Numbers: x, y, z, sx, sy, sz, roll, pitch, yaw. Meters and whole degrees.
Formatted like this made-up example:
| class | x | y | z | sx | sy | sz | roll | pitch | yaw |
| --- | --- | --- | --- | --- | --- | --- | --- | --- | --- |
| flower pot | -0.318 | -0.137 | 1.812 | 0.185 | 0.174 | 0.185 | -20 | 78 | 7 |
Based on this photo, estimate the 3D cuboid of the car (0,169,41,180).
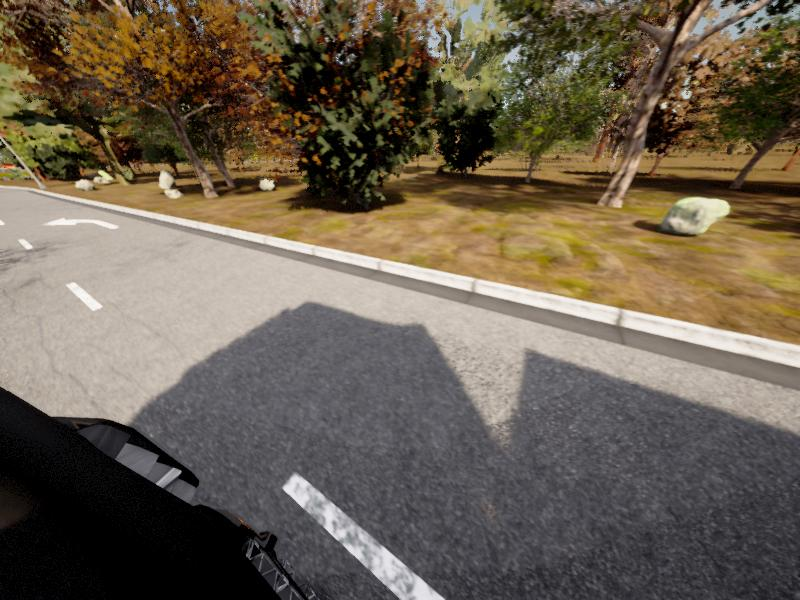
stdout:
| class | x | y | z | sx | sy | sz | roll | pitch | yaw |
| --- | --- | --- | --- | --- | --- | --- | --- | --- | --- |
| car | -78.484 | -25.528 | 47.010 | 1.946 | 1.575 | 5.366 | 8 | 35 | 15 |

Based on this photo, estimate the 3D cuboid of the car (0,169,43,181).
| class | x | y | z | sx | sy | sz | roll | pitch | yaw |
| --- | --- | --- | --- | --- | --- | --- | --- | --- | --- |
| car | -76.008 | -24.838 | 45.776 | 1.946 | 1.575 | 5.366 | 7 | 34 | 15 |

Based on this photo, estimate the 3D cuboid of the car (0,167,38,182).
| class | x | y | z | sx | sy | sz | roll | pitch | yaw |
| --- | --- | --- | --- | --- | --- | --- | --- | --- | --- |
| car | -71.318 | -23.111 | 42.388 | 1.878 | 1.987 | 4.442 | 7 | 34 | 14 |

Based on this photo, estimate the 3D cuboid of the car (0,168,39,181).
| class | x | y | z | sx | sy | sz | roll | pitch | yaw |
| --- | --- | --- | --- | --- | --- | --- | --- | --- | --- |
| car | -73.691 | -23.943 | 44.016 | 2.185 | 1.767 | 4.553 | 7 | 34 | 15 |
